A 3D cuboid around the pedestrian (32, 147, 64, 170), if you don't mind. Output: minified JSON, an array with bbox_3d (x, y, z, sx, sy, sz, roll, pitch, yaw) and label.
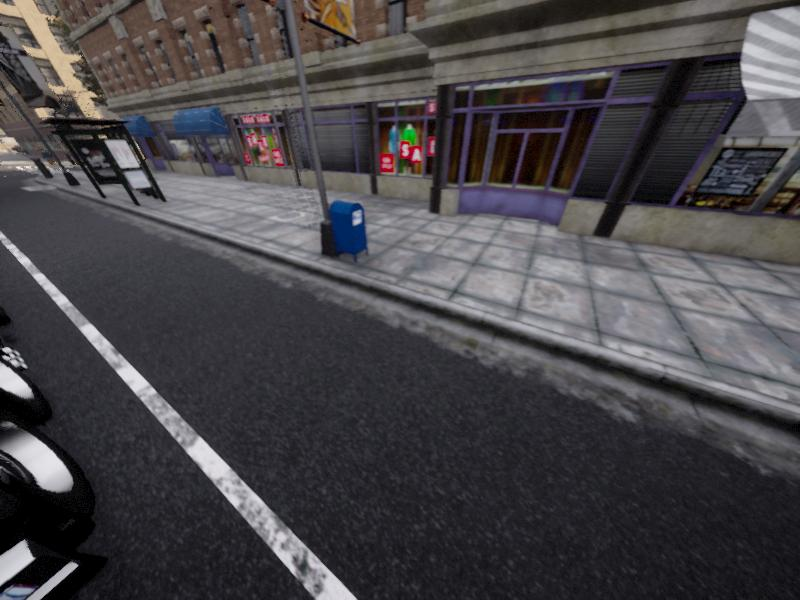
[{"bbox_3d":[-33.761,-13.570,22.168,0.751,1.860,0.751,15,38,21],"label":"pedestrian"}]

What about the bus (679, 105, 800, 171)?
[{"bbox_3d":[32.319,-13.331,19.145,10.273,4.253,3.944,18,39,24],"label":"bus"}]

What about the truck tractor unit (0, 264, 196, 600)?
[{"bbox_3d":[-5.111,-0.299,0.789,6.516,4.208,3.053,18,39,24],"label":"truck tractor unit"}]
